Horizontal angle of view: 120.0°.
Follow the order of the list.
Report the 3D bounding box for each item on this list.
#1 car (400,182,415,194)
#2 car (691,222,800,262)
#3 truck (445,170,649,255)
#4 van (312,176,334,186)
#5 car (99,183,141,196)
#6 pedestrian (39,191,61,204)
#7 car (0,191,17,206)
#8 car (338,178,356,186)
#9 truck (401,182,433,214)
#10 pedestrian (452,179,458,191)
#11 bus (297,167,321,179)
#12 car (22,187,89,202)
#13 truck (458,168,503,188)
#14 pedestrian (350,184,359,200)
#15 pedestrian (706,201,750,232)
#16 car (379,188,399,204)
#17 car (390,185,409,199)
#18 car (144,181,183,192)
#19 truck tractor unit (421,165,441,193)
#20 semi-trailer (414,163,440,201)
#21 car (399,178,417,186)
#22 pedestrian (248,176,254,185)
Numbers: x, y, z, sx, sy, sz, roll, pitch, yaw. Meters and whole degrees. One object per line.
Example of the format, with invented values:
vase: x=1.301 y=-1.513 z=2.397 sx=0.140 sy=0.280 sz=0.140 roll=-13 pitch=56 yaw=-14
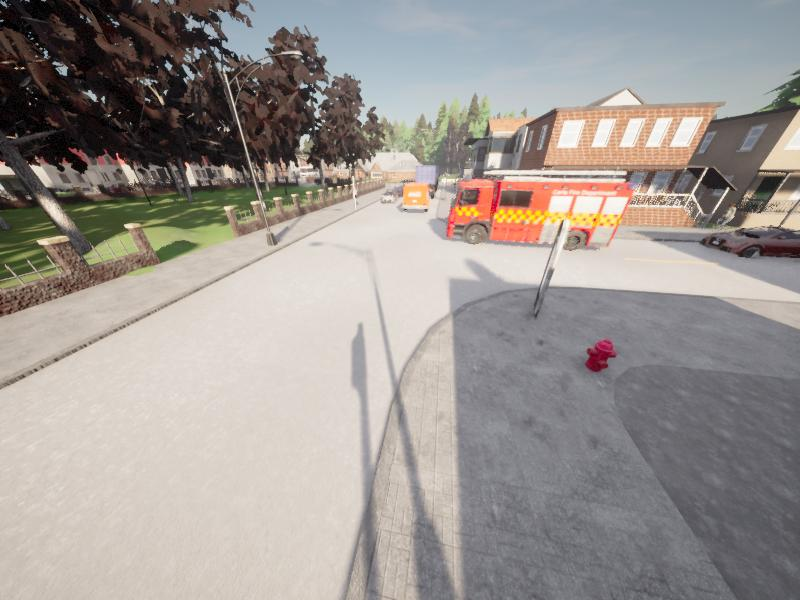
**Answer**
car: x=1.399 y=-20.204 z=41.419 sx=1.801 sy=1.575 sz=5.366 roll=5 pitch=30 yaw=9
car: x=18.757 y=-3.026 z=11.878 sx=4.181 sy=1.385 sz=1.994 roll=5 pitch=30 yaw=9
truck: x=7.168 y=-5.202 z=13.190 sx=8.468 sy=3.827 sz=2.891 roll=7 pitch=31 yaw=12
van: x=-19.021 y=-29.661 z=57.340 sx=4.480 sy=2.038 sz=2.069 roll=5 pitch=30 yaw=9
car: x=-45.449 y=-17.993 z=37.616 sx=1.789 sy=1.549 sz=3.705 roll=5 pitch=30 yaw=9
pedestrian: x=-42.509 y=-12.473 z=28.053 sx=0.751 sy=1.300 sz=0.751 roll=5 pitch=30 yaw=9
car: x=-47.776 y=-11.353 z=26.194 sx=1.970 sy=1.475 sz=3.806 roll=5 pitch=30 yaw=9
car: x=-12.908 y=-28.897 z=56.527 sx=3.633 sy=1.501 sz=1.845 roll=5 pitch=30 yaw=9
truck: x=1.925 y=-10.929 z=24.467 sx=2.627 sy=2.467 sz=5.204 roll=6 pitch=31 yaw=9
pedestrian: x=10.059 y=-20.964 z=42.182 sx=0.751 sy=1.860 sz=0.751 roll=2 pitch=30 yaw=4
bus: x=-37.411 y=-52.898 z=95.808 sx=3.944 sy=4.253 sz=10.273 roll=5 pitch=30 yaw=9
car: x=-46.697 y=-14.440 z=31.490 sx=2.007 sy=1.525 sz=4.514 roll=5 pitch=30 yaw=9
truck: x=17.747 y=-27.403 z=51.644 sx=8.468 sy=3.827 sz=2.891 roll=3 pitch=30 yaw=6
pedestrian: x=-6.153 y=-14.648 z=31.260 sx=0.751 sy=1.860 sz=0.751 roll=5 pitch=30 yaw=9
pedestrian: x=22.325 y=-5.702 z=15.765 sx=0.751 sy=1.860 sz=0.751 roll=6 pitch=31 yaw=10
car: x=-1.281 y=-13.276 z=29.471 sx=1.845 sy=1.501 sz=3.633 roll=4 pitch=30 yaw=7
car: x=-0.005 y=-16.512 z=35.211 sx=2.033 sy=1.411 sz=5.357 roll=5 pitch=30 yaw=8
car: x=-44.278 y=-21.282 z=43.373 sx=1.837 sy=1.490 sz=4.892 roll=5 pitch=30 yaw=8
truck tractor unit: x=5.910 y=-22.844 z=43.364 sx=3.053 sy=4.208 sz=6.516 roll=5 pitch=31 yaw=8
semi-trailer: x=4.544 y=-19.037 z=36.558 sx=2.717 sy=4.402 sz=14.254 roll=5 pitch=30 yaw=9
car: x=1.862 y=-29.297 z=57.142 sx=3.988 sy=1.617 sz=1.851 roll=17 pitch=34 yaw=27
pedestrian: x=-36.016 y=-28.772 z=55.726 sx=0.751 sy=1.860 sz=0.751 roll=-18 pitch=35 yaw=-28
